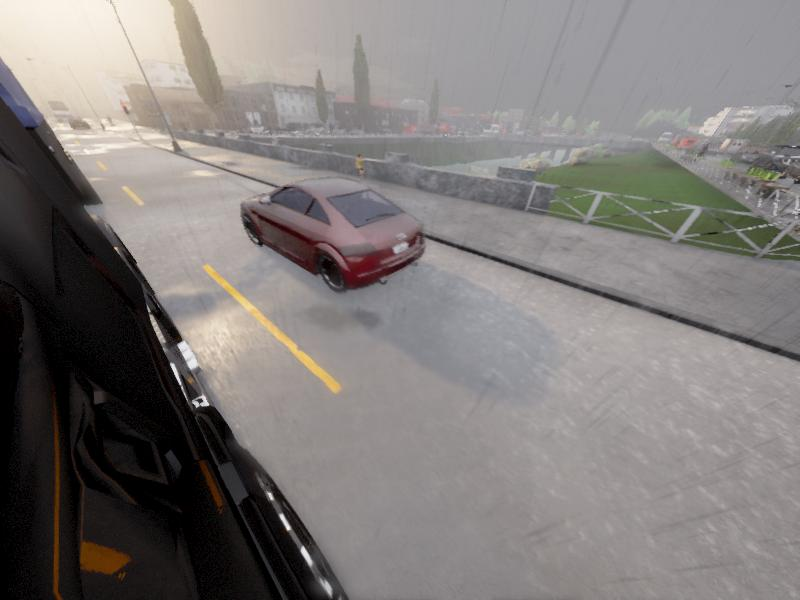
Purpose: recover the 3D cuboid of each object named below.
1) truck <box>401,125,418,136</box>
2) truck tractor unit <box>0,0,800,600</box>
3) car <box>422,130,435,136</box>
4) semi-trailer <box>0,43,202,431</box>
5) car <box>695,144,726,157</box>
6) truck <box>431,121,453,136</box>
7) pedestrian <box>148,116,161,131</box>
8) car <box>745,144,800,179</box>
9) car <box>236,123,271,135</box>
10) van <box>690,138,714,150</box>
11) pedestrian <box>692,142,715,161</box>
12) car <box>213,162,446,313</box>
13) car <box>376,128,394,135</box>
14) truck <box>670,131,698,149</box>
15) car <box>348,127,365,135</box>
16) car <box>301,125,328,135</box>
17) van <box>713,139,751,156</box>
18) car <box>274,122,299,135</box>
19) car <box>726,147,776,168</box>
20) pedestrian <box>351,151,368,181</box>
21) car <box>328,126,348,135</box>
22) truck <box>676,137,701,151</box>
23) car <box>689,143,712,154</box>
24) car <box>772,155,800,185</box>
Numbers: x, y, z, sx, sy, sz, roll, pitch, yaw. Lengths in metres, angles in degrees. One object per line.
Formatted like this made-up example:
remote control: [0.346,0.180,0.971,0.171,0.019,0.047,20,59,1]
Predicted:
truck: [2.954,-52.976,72.145,2.627,2.467,5.204,28,44,30]
truck tractor unit: [-2.645,-0.295,0.351,6.516,4.208,3.053,28,44,30]
car: [9.957,-57.425,79.278,1.837,1.490,4.892,28,44,30]
semi-trailer: [-8.711,-3.596,4.217,14.254,4.402,2.717,28,44,30]
car: [52.874,-25.564,39.452,2.038,1.542,4.974,28,43,30]
truck: [14.250,-57.537,77.742,2.891,3.827,8.468,28,44,30]
pedestrian: [-40.159,-28.866,37.842,0.751,1.860,0.751,-26,45,-32]
car: [32.721,-11.889,19.660,2.150,2.045,5.566,28,44,30]
car: [-27.196,-31.801,43.010,2.038,1.542,4.974,28,44,30]
van: [83.250,-43.083,63.772,2.351,2.431,6.366,28,44,30]
pedestrian: [36.089,-17.676,27.490,0.751,1.860,0.751,28,44,30]
car: [-1.511,-1.661,4.610,4.181,1.385,1.994,28,44,30]
car: [-4.144,-47.763,65.492,1.930,1.638,5.238,28,44,30]
truck: [81.294,-46.024,66.404,2.891,3.827,8.468,28,44,30]
car: [-10.966,-43.052,58.856,1.851,1.617,3.988,28,44,30]
car: [-18.876,-37.599,51.130,2.152,1.651,5.027,28,44,30]
van: [62.767,-28.981,43.823,2.351,2.431,6.366,28,44,30]
car: [-23.036,-34.831,46.982,1.905,1.878,3.866,28,44,30]
car: [38.797,-15.903,25.717,1.851,1.617,3.988,28,44,30]
pedestrian: [-1.806,-6.030,10.408,0.500,1.100,0.500,28,44,30]
car: [-14.781,-40.425,55.139,1.851,1.617,3.988,28,44,30]
truck: [71.645,-38.850,57.431,2.627,2.467,5.204,28,44,30]
car: [59.141,-29.893,45.542,1.789,1.549,3.705,28,44,30]
car: [28.562,-8.824,15.773,2.007,1.525,4.514,28,44,30]
